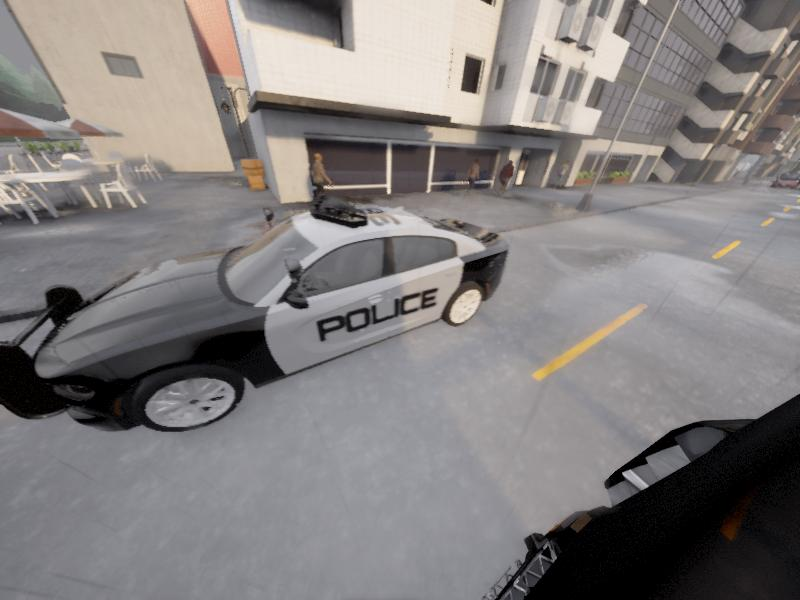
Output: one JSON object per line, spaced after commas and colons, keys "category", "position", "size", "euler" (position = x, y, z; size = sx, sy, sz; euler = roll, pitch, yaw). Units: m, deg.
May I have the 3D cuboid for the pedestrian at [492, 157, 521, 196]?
{"category": "pedestrian", "position": [5.912, -6.886, 12.912], "size": [0.751, 1.860, 0.751], "euler": [-21, 40, -31]}

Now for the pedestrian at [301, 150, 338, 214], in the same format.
{"category": "pedestrian", "position": [-2.747, -4.068, 7.998], "size": [0.751, 1.860, 0.751], "euler": [-22, 41, -32]}

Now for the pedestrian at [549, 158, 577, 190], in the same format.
{"category": "pedestrian", "position": [11.499, -8.911, 16.375], "size": [0.751, 1.860, 0.751], "euler": [-11, 36, -20]}

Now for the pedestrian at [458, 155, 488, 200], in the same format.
{"category": "pedestrian", "position": [3.629, -6.119, 11.571], "size": [0.751, 1.860, 0.751], "euler": [-21, 41, -32]}

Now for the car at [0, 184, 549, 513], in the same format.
{"category": "car", "position": [-0.845, -0.373, 2.958], "size": [5.238, 1.638, 1.930], "euler": [-16, 38, -26]}

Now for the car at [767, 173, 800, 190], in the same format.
{"category": "car", "position": [44.053, -13.465, 26.202], "size": [3.633, 1.501, 1.845], "euler": [-16, 38, -27]}
